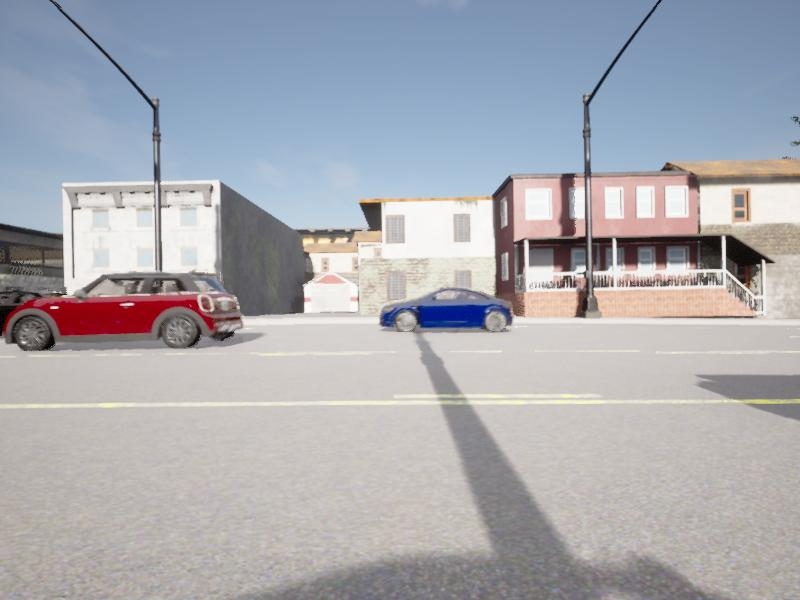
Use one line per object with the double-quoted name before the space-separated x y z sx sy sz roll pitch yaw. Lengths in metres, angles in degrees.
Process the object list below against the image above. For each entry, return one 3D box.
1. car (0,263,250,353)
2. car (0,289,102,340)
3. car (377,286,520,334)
"car" -6.136 0.166 9.200 4.553 1.767 2.097 -1 0 0
"car" -12.263 0.454 12.699 4.193 1.474 1.816 -1 0 0
"car" 1.427 0.304 12.701 4.181 1.385 1.994 0 0 0
